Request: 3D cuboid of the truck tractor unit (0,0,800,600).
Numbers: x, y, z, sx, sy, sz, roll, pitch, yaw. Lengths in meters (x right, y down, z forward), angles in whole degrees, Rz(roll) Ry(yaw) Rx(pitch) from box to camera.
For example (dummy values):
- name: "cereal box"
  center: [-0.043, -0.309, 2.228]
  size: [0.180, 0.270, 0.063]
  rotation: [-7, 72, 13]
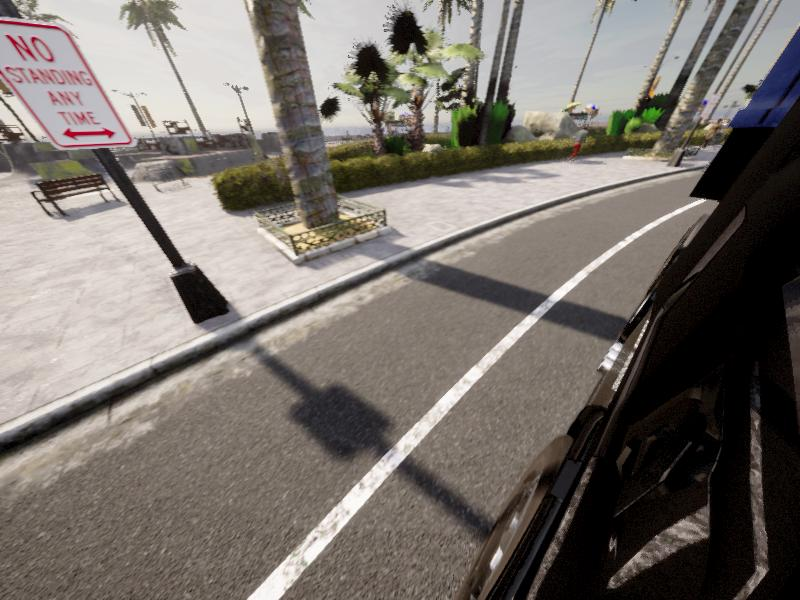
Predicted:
- name: "truck tractor unit"
  center: [2.645, -0.295, 0.352]
  size: [6.516, 4.208, 3.053]
  rotation: [-28, 44, -30]

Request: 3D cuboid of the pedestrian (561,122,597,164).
- name: "pedestrian"
  center: [10.091, -8.870, 13.084]
  size: [0.751, 1.860, 0.751]
  rotation: [-17, 39, -18]

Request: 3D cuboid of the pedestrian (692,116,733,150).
- name: "pedestrian"
  center: [21.784, -11.626, 16.156]
  size: [0.751, 1.860, 0.751]
  rotation: [-14, 39, -16]

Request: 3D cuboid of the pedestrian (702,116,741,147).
- name: "pedestrian"
  center: [24.325, -12.748, 17.522]
  size: [0.751, 1.860, 0.751]
  rotation: [-11, 38, -11]

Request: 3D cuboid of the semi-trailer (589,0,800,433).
- name: "semi-trailer"
  center: [9.257, -3.129, 3.619]
  size: [14.254, 4.402, 2.717]
  rotation: [-21, 40, -23]
